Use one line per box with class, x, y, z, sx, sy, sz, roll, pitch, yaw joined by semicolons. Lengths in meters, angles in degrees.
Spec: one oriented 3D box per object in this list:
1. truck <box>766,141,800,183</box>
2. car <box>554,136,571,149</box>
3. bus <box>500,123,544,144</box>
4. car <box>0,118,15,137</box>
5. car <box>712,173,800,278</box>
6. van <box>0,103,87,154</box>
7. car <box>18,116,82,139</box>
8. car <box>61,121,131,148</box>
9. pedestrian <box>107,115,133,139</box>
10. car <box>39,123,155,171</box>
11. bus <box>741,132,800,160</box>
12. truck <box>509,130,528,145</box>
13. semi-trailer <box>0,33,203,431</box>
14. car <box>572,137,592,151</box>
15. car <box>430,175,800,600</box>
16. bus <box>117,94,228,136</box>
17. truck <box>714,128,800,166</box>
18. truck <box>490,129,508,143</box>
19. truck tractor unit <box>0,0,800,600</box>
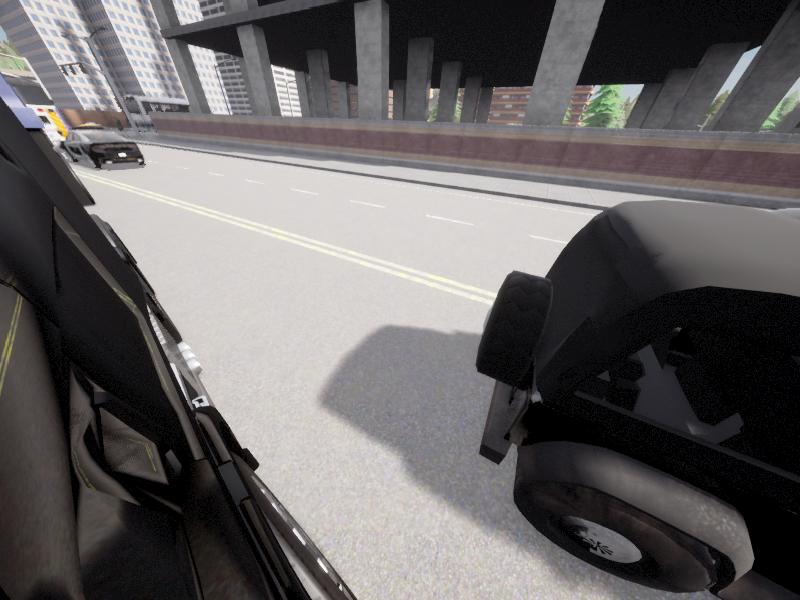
truck;30.284;-9.472;16.076;2.627;2.467;5.204;20;40;21
car;29.374;-28.522;41.781;1.905;1.878;3.866;20;40;21
bus;35.124;-48.132;66.730;10.273;4.253;3.944;20;40;22
car;-40.338;-16.764;22.281;4.902;1.511;2.128;20;40;21
car;10.426;-1.076;4.381;4.856;1.649;2.033;20;40;21
van;-25.156;-11.718;15.717;6.366;2.431;2.351;20;40;21
car;-35.361;-17.436;23.364;4.611;1.667;2.242;20;40;21
car;-25.244;-13.789;19.194;5.366;1.575;1.801;20;40;21
pedestrian;-28.837;-17.825;23.840;0.751;1.860;0.751;-6;38;-12
car;-15.747;-8.039;12.043;5.238;1.638;1.930;20;40;21
bus;80.712;-31.719;47.630;10.273;4.253;3.944;20;40;22
truck;27.288;-37.433;53.143;2.615;2.467;5.204;20;40;21
semi-trailer;-8.773;-3.552;4.155;14.254;4.402;2.717;27;43;29
car;31.951;-27.597;40.706;1.905;1.878;3.866;20;40;21
car;2.425;0.733;1.235;3.866;1.878;1.905;20;40;21
bus;-32.642;-27.027;34.217;3.944;4.253;10.273;18;39;20
truck;48.828;-21.141;31.734;2.891;3.827;8.468;20;40;21
truck;23.512;-38.788;54.720;2.615;2.467;5.204;20;40;21
truck tractor unit;-2.645;-0.295;0.351;6.516;4.208;3.053;28;44;30
